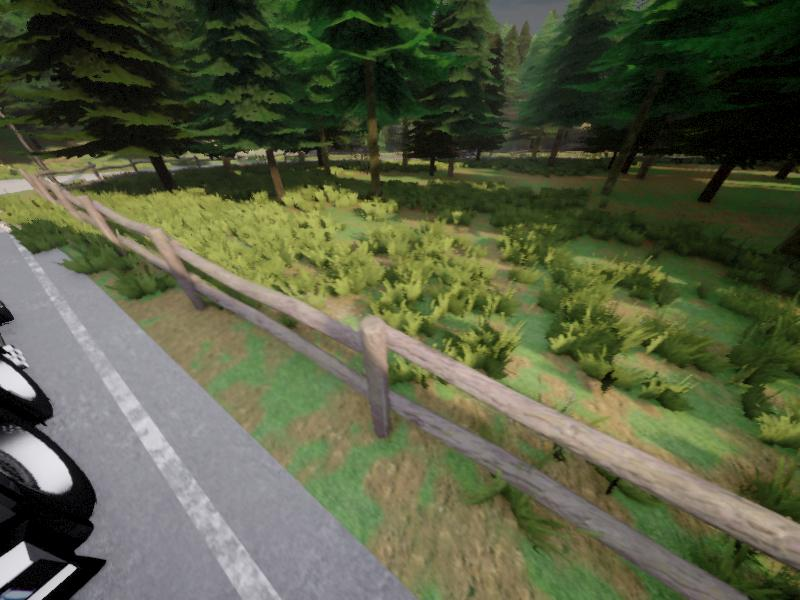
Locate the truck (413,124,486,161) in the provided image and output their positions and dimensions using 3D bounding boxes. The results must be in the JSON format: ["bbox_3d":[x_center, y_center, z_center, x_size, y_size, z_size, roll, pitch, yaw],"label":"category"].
[{"bbox_3d":[6.225,-20.689,30.367,8.468,3.827,2.891,-4,35,-5],"label":"truck"}]

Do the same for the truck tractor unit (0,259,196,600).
[{"bbox_3d":[-5.101,-0.311,0.793,6.516,4.208,3.053,19,39,25],"label":"truck tractor unit"}]
